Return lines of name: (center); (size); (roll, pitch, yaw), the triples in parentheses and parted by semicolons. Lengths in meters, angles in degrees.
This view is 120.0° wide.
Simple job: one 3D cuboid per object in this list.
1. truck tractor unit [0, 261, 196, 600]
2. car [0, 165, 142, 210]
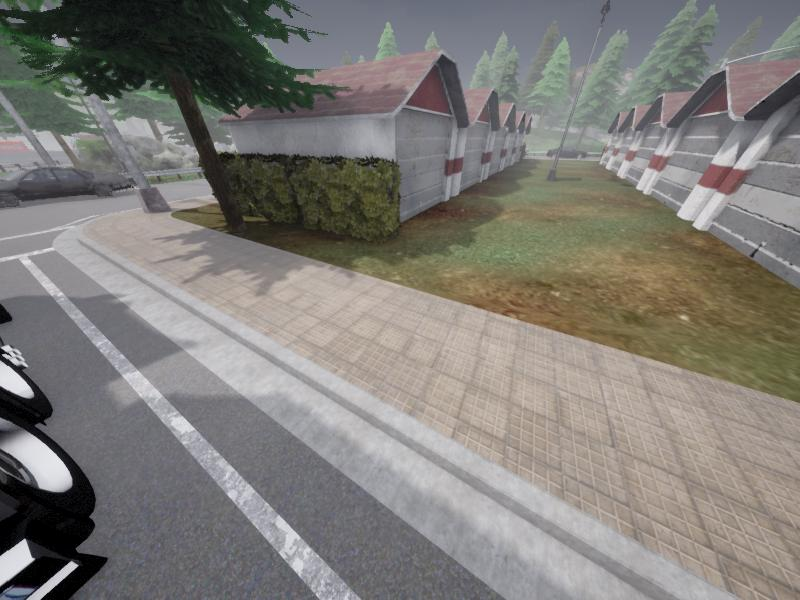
truck tractor unit: (-5.107, -0.305, 0.786); (6.516, 4.208, 3.053); (19, 39, 24)
car: (-16.737, -5.528, 11.072); (2.033, 1.411, 5.357); (13, 35, 19)
